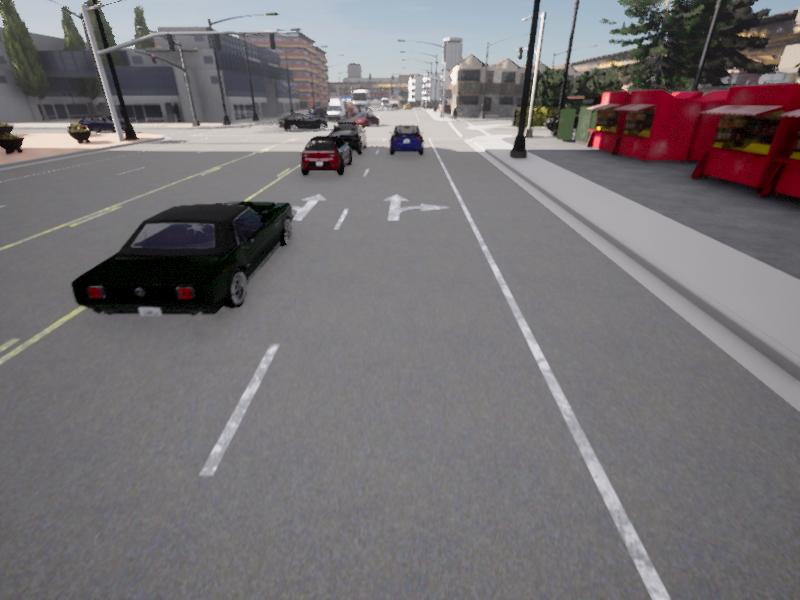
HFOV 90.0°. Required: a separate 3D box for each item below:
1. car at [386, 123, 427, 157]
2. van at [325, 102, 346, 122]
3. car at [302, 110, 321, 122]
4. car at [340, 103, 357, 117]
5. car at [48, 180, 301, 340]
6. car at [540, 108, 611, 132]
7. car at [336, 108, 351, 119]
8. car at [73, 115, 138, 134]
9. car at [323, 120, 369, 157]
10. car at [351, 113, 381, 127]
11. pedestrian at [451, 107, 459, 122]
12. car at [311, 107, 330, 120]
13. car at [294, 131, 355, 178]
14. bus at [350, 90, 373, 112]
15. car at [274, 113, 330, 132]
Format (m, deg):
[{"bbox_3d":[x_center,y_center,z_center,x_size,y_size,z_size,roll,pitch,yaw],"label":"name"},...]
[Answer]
[{"bbox_3d":[0.399,-9.594,23.764,2.163,1.488,4.792,0,27,1],"label":"car"},{"bbox_3d":[-9.438,-27.856,59.091,1.988,2.561,5.915,0,27,1],"label":"van"},{"bbox_3d":[-12.961,-27.078,58.728,1.816,1.474,4.193,0,27,1],"label":"car"},{"bbox_3d":[-9.217,-33.934,71.529,2.150,2.045,5.566,1,27,1],"label":"car"},{"bbox_3d":[-3.403,-1.104,7.365,1.895,1.301,4.718,0,27,1],"label":"car"},{"bbox_3d":[16.746,-17.279,38.422,5.566,2.045,2.150,1,26,1],"label":"car"},{"bbox_3d":[-9.249,-30.600,65.737,1.812,1.442,4.674,1,27,1],"label":"car"},{"bbox_3d":[-26.660,-15.949,36.344,4.193,1.474,1.816,1,26,1],"label":"car"},{"bbox_3d":[-3.089,-9.779,23.957,1.930,1.638,5.238,0,27,1],"label":"car"},{"bbox_3d":[-3.973,-21.621,47.939,1.994,1.385,4.181,9,28,17],"label":"car"},{"bbox_3d":[7.749,-26.265,56.689,0.751,1.860,0.751,-15,30,-27],"label":"pedestrian"},{"bbox_3d":[-12.836,-30.287,64.916,1.930,1.638,5.238,0,27,1],"label":"car"},{"bbox_3d":[-3.214,-6.586,17.862,1.816,1.474,4.193,0,27,1],"label":"car"},{"bbox_3d":[-8.716,-46.113,92.408,3.944,4.253,10.273,0,27,1],"label":"bus"},{"bbox_3d":[-9.685,-17.675,39.803,5.008,1.535,1.882,-19,32,-33],"label":"car"}]
